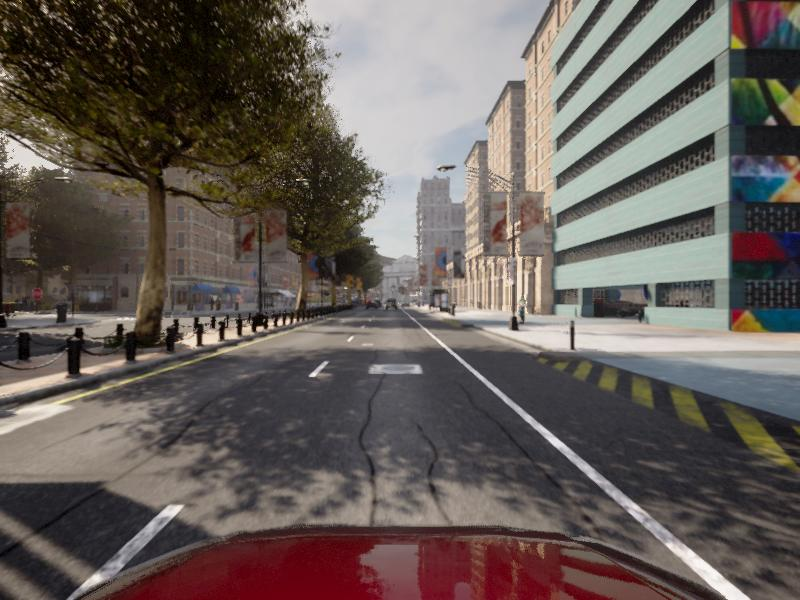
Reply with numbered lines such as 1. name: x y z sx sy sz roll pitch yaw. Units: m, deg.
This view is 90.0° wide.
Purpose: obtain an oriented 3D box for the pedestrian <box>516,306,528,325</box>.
1. pedestrian: 6.999 0.872 22.950 0.500 1.100 0.500 0 0 -7

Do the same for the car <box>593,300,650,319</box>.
1. car: 18.672 0.767 34.026 2.161 1.482 4.786 0 0 -1

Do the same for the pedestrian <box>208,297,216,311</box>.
1. pedestrian: -24.177 0.501 51.472 0.751 1.860 0.751 0 0 -12

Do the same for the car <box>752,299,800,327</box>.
1. car: 23.056 0.723 22.533 2.128 1.511 4.902 0 0 -1

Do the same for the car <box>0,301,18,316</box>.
1. car: -41.789 0.836 40.188 5.008 1.535 1.882 0 0 -2

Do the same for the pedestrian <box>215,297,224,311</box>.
1. pedestrian: -23.274 0.501 51.586 0.751 1.860 0.751 0 0 -2

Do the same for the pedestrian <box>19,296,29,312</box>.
1. pedestrian: -44.367 0.500 47.224 0.751 1.860 0.751 0 0 -30

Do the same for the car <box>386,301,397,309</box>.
1. car: -1.507 0.918 73.288 1.970 1.475 3.806 0 0 -1

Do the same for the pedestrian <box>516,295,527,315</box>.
1. pedestrian: 11.789 0.496 38.797 0.751 1.860 0.751 0 0 -3

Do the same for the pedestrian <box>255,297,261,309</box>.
1. pedestrian: -23.450 0.505 66.040 0.751 1.860 0.751 0 0 -1

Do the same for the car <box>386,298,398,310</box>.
1. car: -1.346 0.672 65.931 1.932 1.855 4.605 0 0 -1
